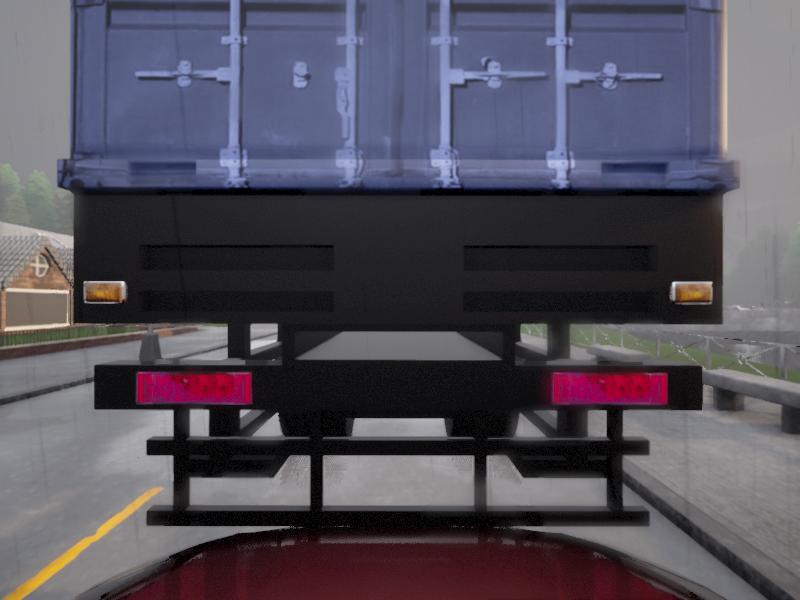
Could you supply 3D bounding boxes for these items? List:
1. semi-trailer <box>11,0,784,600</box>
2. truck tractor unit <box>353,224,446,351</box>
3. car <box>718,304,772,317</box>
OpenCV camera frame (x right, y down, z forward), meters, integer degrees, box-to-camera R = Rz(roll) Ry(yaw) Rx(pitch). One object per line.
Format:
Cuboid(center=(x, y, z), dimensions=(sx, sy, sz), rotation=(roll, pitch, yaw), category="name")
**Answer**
Cuboid(center=(-0.012, -0.567, 8.547), dimensions=(2.717, 4.402, 14.254), rotation=(0, -1, 0), category="semi-trailer")
Cuboid(center=(-0.026, -0.412, 16.458), dimensions=(3.053, 4.208, 6.516), rotation=(0, 0, 0), category="truck tractor unit")
Cuboid(center=(42.245, 1.226, 49.069), dimensions=(4.974, 1.542, 2.038), rotation=(0, 0, 0), category="car")
